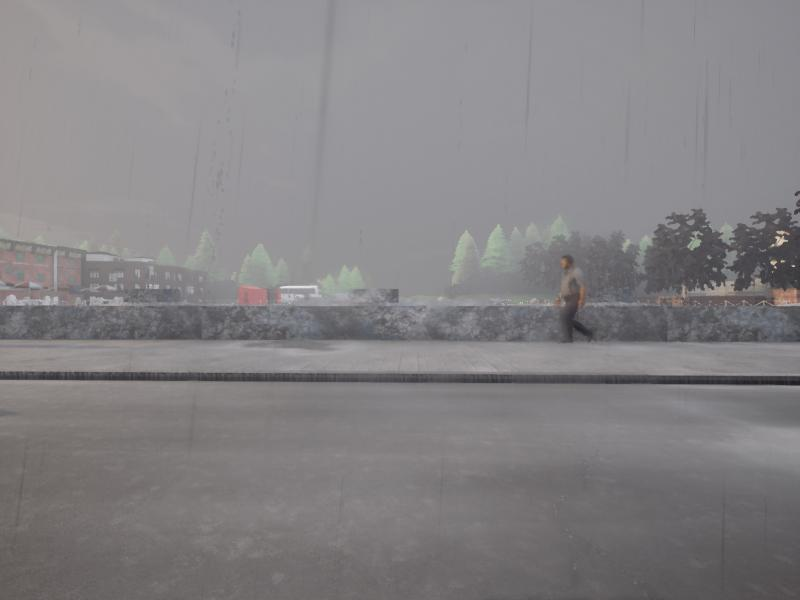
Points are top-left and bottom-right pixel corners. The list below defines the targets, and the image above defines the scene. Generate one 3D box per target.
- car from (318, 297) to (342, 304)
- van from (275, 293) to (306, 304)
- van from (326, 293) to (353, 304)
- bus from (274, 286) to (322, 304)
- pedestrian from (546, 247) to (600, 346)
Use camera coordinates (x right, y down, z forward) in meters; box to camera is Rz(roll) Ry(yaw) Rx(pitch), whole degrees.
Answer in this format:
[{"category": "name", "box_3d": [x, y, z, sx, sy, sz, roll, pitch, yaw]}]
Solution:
[{"category": "car", "box_3d": [-15.645, 0.168, 89.715, 4.856, 1.649, 2.033, 0, 0, 2]}, {"category": "van", "box_3d": [-24.519, -0.227, 90.004, 6.366, 2.431, 2.351, 0, 0, 2]}, {"category": "van", "box_3d": [-14.112, -0.300, 93.671, 5.915, 2.561, 1.988, 0, 0, 2]}, {"category": "bus", "box_3d": [-23.899, -1.139, 93.867, 10.273, 4.253, 3.944, 0, 0, 2]}, {"category": "pedestrian", "box_3d": [3.376, -0.067, 7.868, 0.751, 1.860, 0.751, 0, 0, 1]}]
